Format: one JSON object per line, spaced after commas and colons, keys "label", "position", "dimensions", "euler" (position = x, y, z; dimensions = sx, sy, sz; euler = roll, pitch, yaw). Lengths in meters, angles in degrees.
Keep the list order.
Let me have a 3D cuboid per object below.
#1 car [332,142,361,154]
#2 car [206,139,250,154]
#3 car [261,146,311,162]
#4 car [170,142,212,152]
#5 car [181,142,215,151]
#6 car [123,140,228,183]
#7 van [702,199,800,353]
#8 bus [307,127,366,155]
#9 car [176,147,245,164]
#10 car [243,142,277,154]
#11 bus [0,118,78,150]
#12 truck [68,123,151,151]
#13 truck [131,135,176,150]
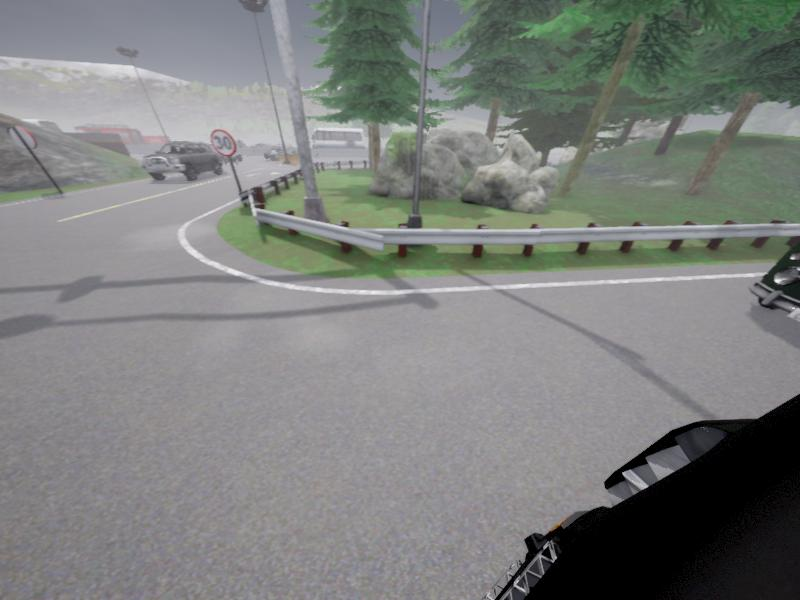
{"label": "car", "position": [-11.272, -32.383, 49.184], "dimensions": [5.566, 2.045, 2.150], "euler": [-3, 35, -6]}
{"label": "car", "position": [-30.548, -27.364, 41.208], "dimensions": [5.566, 2.045, 2.150], "euler": [-3, 35, -7]}
{"label": "car", "position": [-13.986, -18.118, 28.633], "dimensions": [4.974, 1.542, 2.038], "euler": [-3, 35, -6]}
{"label": "car", "position": [-39.035, -28.699, 43.302], "dimensions": [5.366, 1.575, 1.801], "euler": [-3, 35, -6]}
{"label": "car", "position": [-42.556, -32.449, 48.759], "dimensions": [4.892, 1.490, 1.837], "euler": [-3, 35, -6]}
{"label": "car", "position": [-12.477, -8.172, 13.438], "dimensions": [1.932, 1.855, 4.605], "euler": [-4, 35, -7]}
{"label": "van", "position": [7.427, -0.350, 2.851], "dimensions": [4.442, 1.987, 1.775], "euler": [-3, 35, -6]}
{"label": "bus", "position": [-12.057, -31.193, 45.457], "dimensions": [10.273, 4.253, 3.944], "euler": [-3, 35, -6]}
{"label": "car", "position": [-20.223, -15.643, 24.925], "dimensions": [5.357, 1.411, 2.033], "euler": [0, 34, -2]}
{"label": "car", "position": [-26.958, -29.374, 44.641], "dimensions": [4.856, 1.649, 2.033], "euler": [-3, 35, -7]}
{"label": "bus", "position": [-64.772, -28.340, 39.574], "dimensions": [10.273, 4.253, 3.944], "euler": [-3, 35, -6]}
{"label": "truck", "position": [-51.493, -28.955, 41.281], "dimensions": [8.468, 3.827, 2.891], "euler": [-3, 35, -6]}
{"label": "truck", "position": [-50.547, -32.416, 47.593], "dimensions": [5.204, 2.467, 2.627], "euler": [-3, 35, -6]}
